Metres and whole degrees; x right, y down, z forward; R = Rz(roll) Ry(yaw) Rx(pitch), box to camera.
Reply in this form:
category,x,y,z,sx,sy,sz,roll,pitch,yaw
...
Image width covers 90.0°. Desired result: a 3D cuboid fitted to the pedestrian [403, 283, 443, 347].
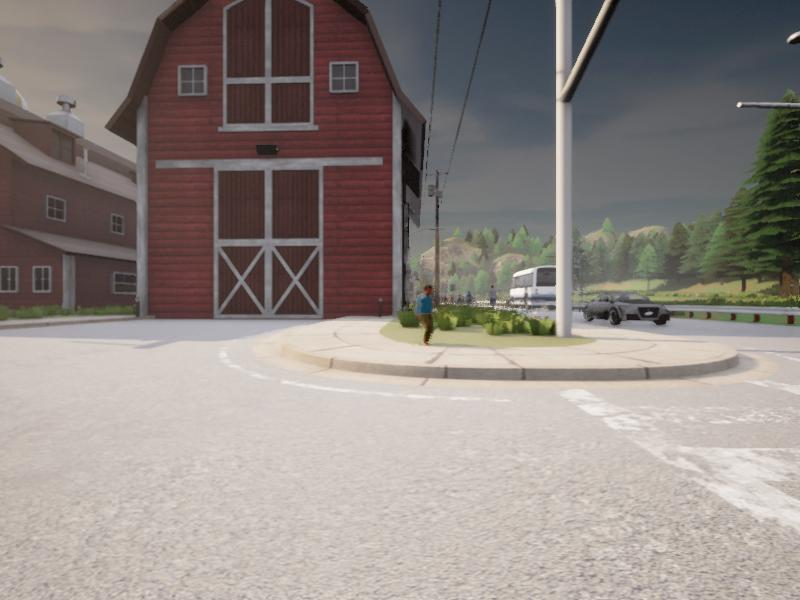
category,x,y,z,sx,sy,sz,roll,pitch,yaw
pedestrian,0.415,0.266,7.240,0.500,1.100,0.500,0,0,-41

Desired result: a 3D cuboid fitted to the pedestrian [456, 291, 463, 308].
category,x,y,z,sx,sy,sz,roll,pitch,yaw
pedestrian,6.751,-0.085,45.394,0.751,1.860,0.751,0,0,0

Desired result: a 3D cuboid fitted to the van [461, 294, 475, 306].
category,x,y,z,sx,sy,sz,roll,pitch,yaw
van,12.357,0.007,72.745,2.069,2.038,4.480,0,0,3

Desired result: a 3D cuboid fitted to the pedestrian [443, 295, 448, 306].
category,x,y,z,sx,sy,sz,roll,pitch,yaw
pedestrian,7.408,0.069,65.612,0.751,1.860,0.751,0,0,11

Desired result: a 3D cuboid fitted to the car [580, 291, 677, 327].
category,x,y,z,sx,sy,sz,roll,pitch,yaw
car,9.659,0.336,17.364,1.994,1.385,4.181,0,0,3

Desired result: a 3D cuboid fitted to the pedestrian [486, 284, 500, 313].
category,x,y,z,sx,sy,sz,roll,pitch,yaw
pedestrian,5.948,-0.086,25.590,0.751,1.860,0.751,0,0,3

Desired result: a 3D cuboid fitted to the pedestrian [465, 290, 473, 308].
category,x,y,z,sx,sy,sz,roll,pitch,yaw
pedestrian,6.977,-0.085,40.452,0.751,1.860,0.751,0,0,-2

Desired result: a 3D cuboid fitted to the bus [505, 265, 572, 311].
category,x,y,z,sx,sy,sz,roll,pitch,yaw
bus,14.259,-1.104,42.367,3.944,4.253,10.273,0,0,3
